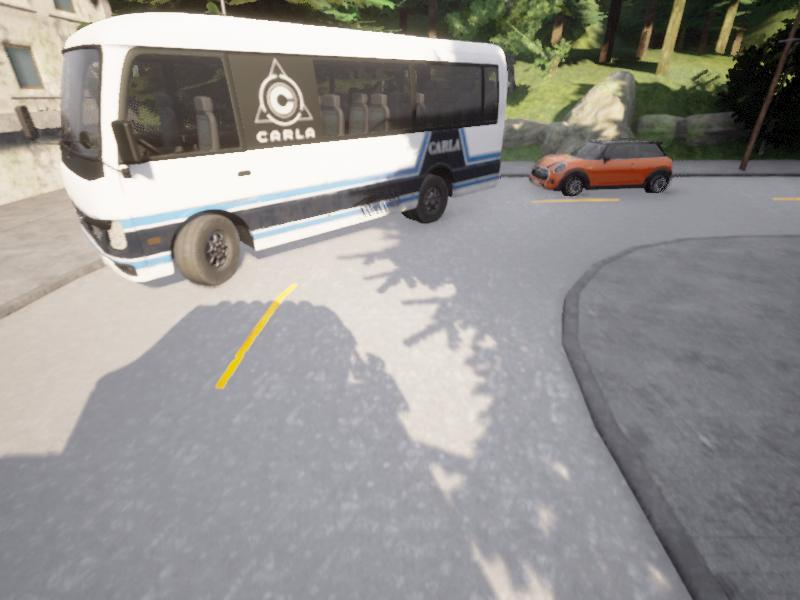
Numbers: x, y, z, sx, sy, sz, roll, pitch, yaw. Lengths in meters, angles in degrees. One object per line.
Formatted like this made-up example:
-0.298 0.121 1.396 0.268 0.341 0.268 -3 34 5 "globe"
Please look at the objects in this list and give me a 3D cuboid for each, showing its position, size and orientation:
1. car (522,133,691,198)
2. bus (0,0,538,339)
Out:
6.989 -4.767 13.967 4.553 1.767 2.097 -3 27 -6 "car"
-1.635 -3.678 9.155 10.273 4.253 3.944 -24 37 -37 "bus"
